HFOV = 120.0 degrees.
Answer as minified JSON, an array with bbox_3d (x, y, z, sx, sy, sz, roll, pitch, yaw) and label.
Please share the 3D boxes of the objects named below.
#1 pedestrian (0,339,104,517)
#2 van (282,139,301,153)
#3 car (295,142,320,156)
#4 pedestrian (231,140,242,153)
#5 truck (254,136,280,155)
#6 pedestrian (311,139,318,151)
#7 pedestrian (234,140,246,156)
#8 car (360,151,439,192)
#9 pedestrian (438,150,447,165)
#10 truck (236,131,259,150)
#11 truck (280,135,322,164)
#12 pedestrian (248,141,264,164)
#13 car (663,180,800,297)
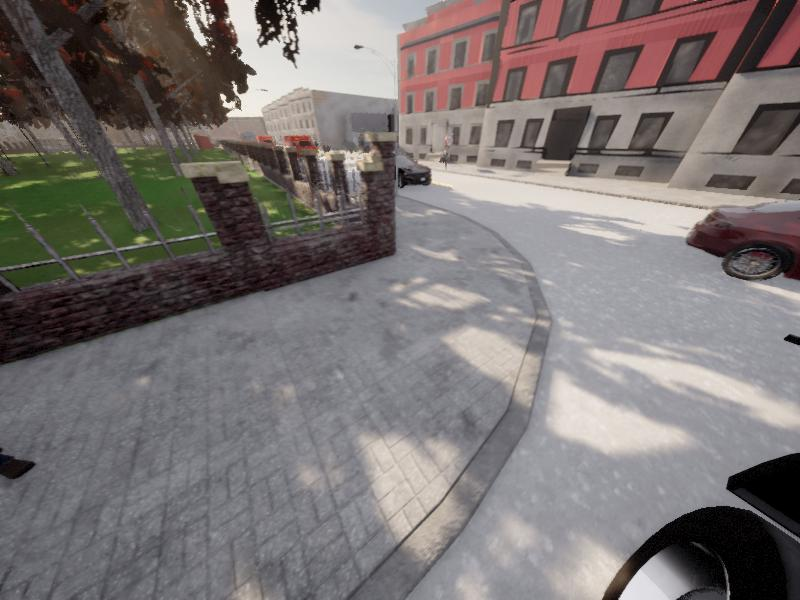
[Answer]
[{"bbox_3d":[-3.154,0.546,1.323,0.751,1.860,0.751,-2,35,-3],"label":"pedestrian"},{"bbox_3d":[-19.881,-28.160,42.257,1.775,1.987,4.442,-22,40,-27],"label":"van"},{"bbox_3d":[-14.427,-23.459,35.862,2.033,1.649,4.856,-22,40,-27],"label":"car"},{"bbox_3d":[-27.725,-26.036,39.198,0.751,1.860,0.751,-29,44,-34],"label":"pedestrian"},{"bbox_3d":[-23.417,-27.270,40.573,2.627,2.467,5.204,-21,42,-27],"label":"truck"},{"bbox_3d":[-16.542,-30.080,44.841,0.751,1.860,0.751,-26,43,-32],"label":"pedestrian"},{"bbox_3d":[-22.885,-21.764,33.104,0.751,1.860,0.751,-25,42,-31],"label":"pedestrian"},{"bbox_3d":[-0.256,-7.509,13.219,1.882,1.535,5.008,-22,41,-27],"label":"car"},{"bbox_3d":[3.958,-13.128,21.305,0.500,1.100,0.500,-26,42,-31],"label":"pedestrian"},{"bbox_3d":[-38.740,-40.378,58.511,2.891,3.827,8.468,-22,41,-27],"label":"truck"},{"bbox_3d":[-11.133,-16.978,25.917,2.627,2.467,5.204,-22,41,-27],"label":"truck"},{"bbox_3d":[-14.067,-14.387,22.576,0.751,1.860,0.751,-21,40,-27],"label":"pedestrian"},{"bbox_3d":[7.892,-0.664,3.531,1.812,1.442,4.674,-22,40,-27],"label":"car"}]
